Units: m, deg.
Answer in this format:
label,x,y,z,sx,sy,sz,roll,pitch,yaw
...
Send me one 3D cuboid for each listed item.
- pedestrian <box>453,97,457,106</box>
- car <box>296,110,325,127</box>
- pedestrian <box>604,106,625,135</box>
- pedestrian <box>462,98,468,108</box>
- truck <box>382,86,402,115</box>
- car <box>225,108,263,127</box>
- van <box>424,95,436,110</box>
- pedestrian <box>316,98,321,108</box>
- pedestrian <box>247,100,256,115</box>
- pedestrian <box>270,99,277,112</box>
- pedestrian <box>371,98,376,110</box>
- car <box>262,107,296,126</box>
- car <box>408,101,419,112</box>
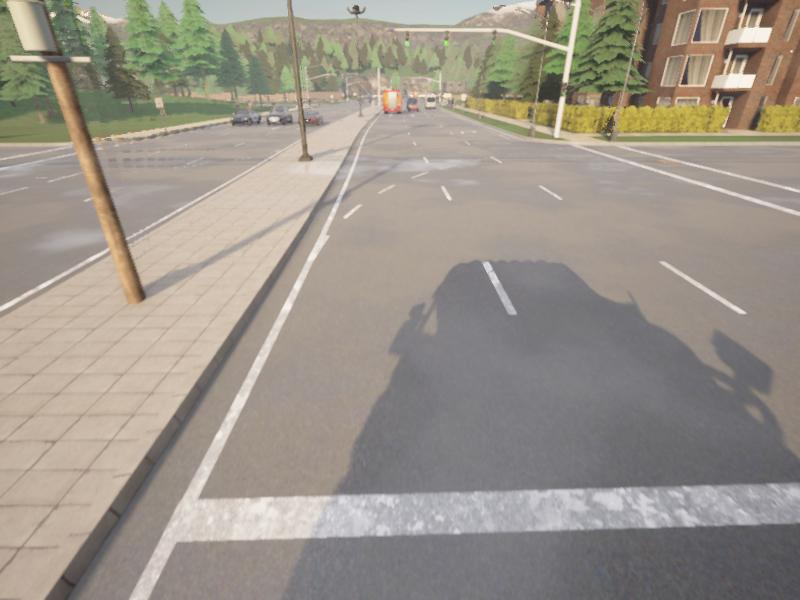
label,x,y,z,sx,sy,sz,roll,pitch,yaw
pedestrian,12.507,-45.120,90.919,0.751,1.860,0.751,3,28,7
car,-9.185,-18.837,41.390,1.994,1.385,4.181,0,27,0
pedestrian,15.826,-13.241,29.505,0.751,1.860,0.751,0,27,1
pedestrian,12.727,-38.584,78.331,0.751,1.860,0.751,-1,27,-2
truck,-1.179,-31.995,64.002,2.891,3.827,8.468,0,27,0
car,-16.194,-19.182,41.932,2.038,1.542,4.974,0,27,0
van,5.853,-38.696,78.245,1.988,2.561,5.915,0,27,0
pedestrian,-17.938,-43.465,88.294,0.751,1.860,0.751,-9,29,-16
pedestrian,-21.166,-27.350,56.932,0.751,1.860,0.751,1,27,2
pedestrian,-21.239,-32.709,67.251,0.751,1.860,0.751,0,27,0
pedestrian,-4.916,-35.870,73.239,0.751,1.860,0.751,-4,28,-7
car,-12.725,-19.485,42.384,2.033,1.649,4.856,0,27,0
car,2.294,-33.830,69.915,1.851,1.617,3.988,0,27,1
